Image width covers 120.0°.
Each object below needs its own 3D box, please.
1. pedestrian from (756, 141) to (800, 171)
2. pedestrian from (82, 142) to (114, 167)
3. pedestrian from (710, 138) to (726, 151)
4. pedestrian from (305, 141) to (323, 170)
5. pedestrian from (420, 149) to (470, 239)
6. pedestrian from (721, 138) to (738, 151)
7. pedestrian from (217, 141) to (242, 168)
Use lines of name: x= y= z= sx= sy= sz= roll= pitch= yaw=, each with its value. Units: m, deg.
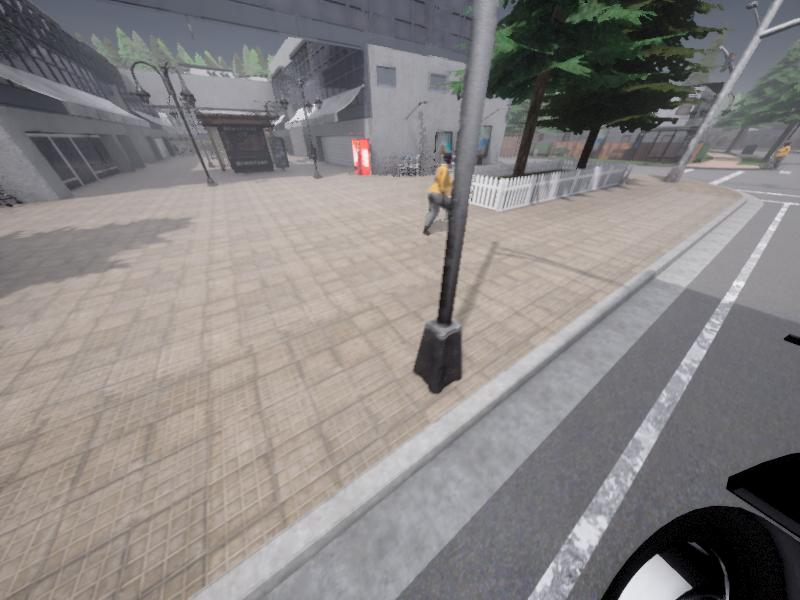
pedestrian: x=28.092 y=-10.645 z=17.124 sx=0.751 sy=1.860 sz=0.751 roll=7 pitch=36 yaw=11
pedestrian: x=-26.879 y=-12.960 z=20.612 sx=0.751 sy=1.860 sz=0.751 roll=-9 pitch=36 yaw=-12
pedestrian: x=57.297 y=-28.076 z=41.694 sx=0.751 sy=1.860 sz=0.751 roll=18 pitch=39 yaw=24
pedestrian: x=-6.653 y=-11.181 z=17.897 sx=0.751 sy=1.860 sz=0.751 roll=-20 pitch=39 yaw=-25
pedestrian: x=1.021 y=-2.570 z=5.646 sx=0.751 sy=1.860 sz=0.751 roll=-12 pitch=37 yaw=-16
pedestrian: x=59.753 y=-28.261 z=41.932 sx=0.751 sy=1.860 sz=0.751 roll=10 pitch=36 yaw=14
pedestrian: x=-14.056 y=-12.009 z=19.117 sx=0.751 sy=1.860 sz=0.751 roll=4 pitch=35 yaw=7
